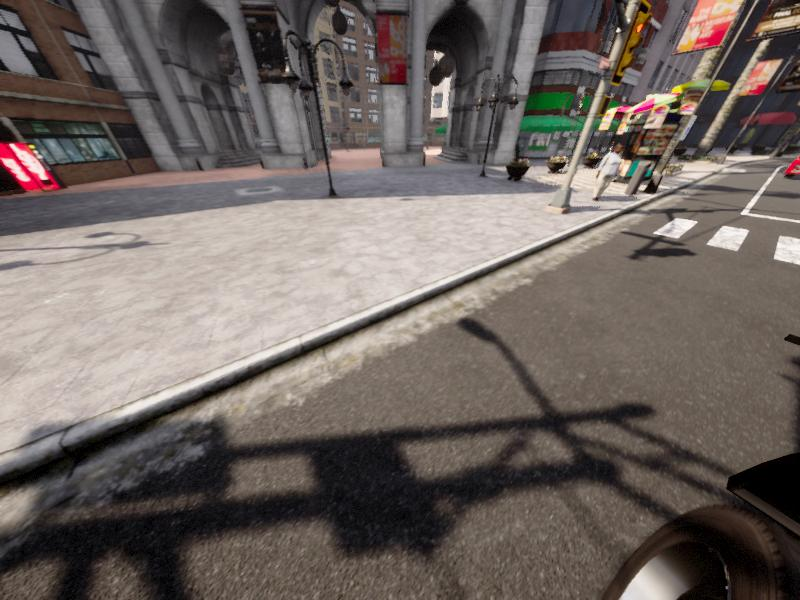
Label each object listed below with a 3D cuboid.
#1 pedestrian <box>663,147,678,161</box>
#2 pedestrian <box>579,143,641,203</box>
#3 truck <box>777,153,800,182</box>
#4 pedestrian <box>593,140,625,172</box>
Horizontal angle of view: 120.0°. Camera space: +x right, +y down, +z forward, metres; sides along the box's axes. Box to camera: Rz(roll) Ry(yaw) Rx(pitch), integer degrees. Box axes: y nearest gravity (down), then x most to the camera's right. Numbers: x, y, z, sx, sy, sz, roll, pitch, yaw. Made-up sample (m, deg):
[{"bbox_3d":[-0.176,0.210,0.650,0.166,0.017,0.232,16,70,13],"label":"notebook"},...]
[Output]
[{"bbox_3d":[27.199,-14.673,23.201,0.500,1.100,0.500,-24,41,-29],"label":"pedestrian"},{"bbox_3d":[7.641,-4.655,8.514,0.751,1.860,0.751,-2,35,-2],"label":"pedestrian"},{"bbox_3d":[27.015,-9.435,13.724,8.468,3.827,2.891,-21,40,-27],"label":"truck"},{"bbox_3d":[14.486,-10.027,16.067,0.751,1.860,0.751,-6,36,-7],"label":"pedestrian"}]
